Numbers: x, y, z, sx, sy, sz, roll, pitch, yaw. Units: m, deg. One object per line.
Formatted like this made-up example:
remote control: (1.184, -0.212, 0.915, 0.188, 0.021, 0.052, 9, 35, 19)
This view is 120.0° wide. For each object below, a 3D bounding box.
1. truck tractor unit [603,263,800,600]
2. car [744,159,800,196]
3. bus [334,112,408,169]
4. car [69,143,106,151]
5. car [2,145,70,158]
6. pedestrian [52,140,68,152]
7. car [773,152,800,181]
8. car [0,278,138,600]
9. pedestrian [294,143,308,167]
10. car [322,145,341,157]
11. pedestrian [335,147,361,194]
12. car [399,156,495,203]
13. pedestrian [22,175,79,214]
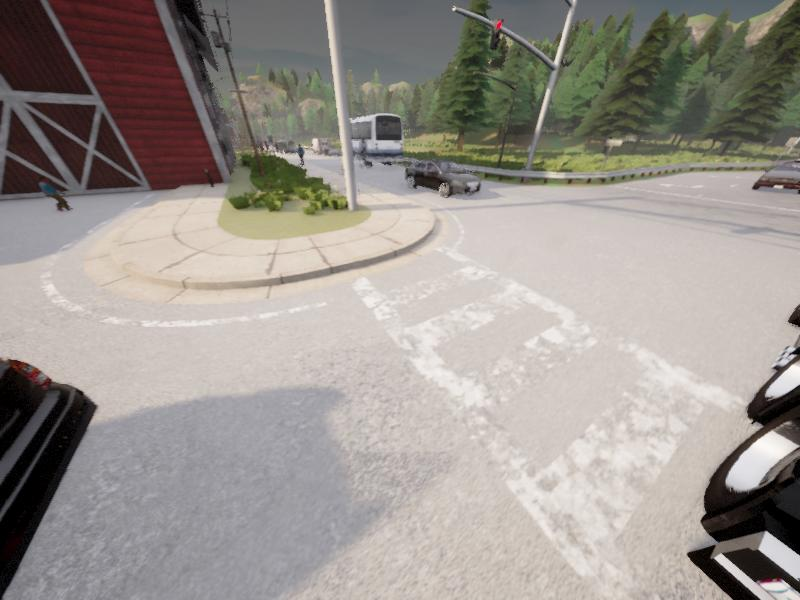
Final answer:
truck tractor unit: (5.110, -0.300, 0.794, 6.516, 4.208, 3.053, -18, 39, -24)
car: (22.572, -7.125, 13.252, 5.357, 1.411, 2.033, -18, 39, -24)
bus: (-3.541, -17.349, 25.315, 3.944, 4.253, 10.273, -18, 39, -24)
car: (-68.506, -33.668, 50.737, 4.193, 1.474, 1.816, -18, 39, -24)
car: (-52.743, -21.736, 33.672, 4.792, 1.488, 2.163, -18, 39, -24)
pedestrian: (-62.434, -28.314, 42.439, 0.751, 1.860, 0.751, -22, 40, -28)
car: (30.218, -9.716, 16.807, 4.611, 1.667, 2.242, -18, 39, -24)
car: (-3.910, 1.407, 0.595, 3.705, 1.549, 1.789, -18, 39, -25)
pedestrian: (-9.183, -13.474, 21.473, 0.751, 1.860, 0.751, -18, 39, -24)
car: (-11.136, -24.198, 37.513, 1.845, 1.501, 3.633, -17, 38, -24)
pedestrian: (-2.436, -6.068, 10.854, 0.751, 1.860, 0.751, -21, 40, -27)
car: (2.102, -6.480, 12.100, 2.128, 1.511, 4.902, -19, 39, -25)
pedestrian: (-11.960, -3.634, 7.947, 0.500, 1.100, 0.500, -18, 39, -24)
